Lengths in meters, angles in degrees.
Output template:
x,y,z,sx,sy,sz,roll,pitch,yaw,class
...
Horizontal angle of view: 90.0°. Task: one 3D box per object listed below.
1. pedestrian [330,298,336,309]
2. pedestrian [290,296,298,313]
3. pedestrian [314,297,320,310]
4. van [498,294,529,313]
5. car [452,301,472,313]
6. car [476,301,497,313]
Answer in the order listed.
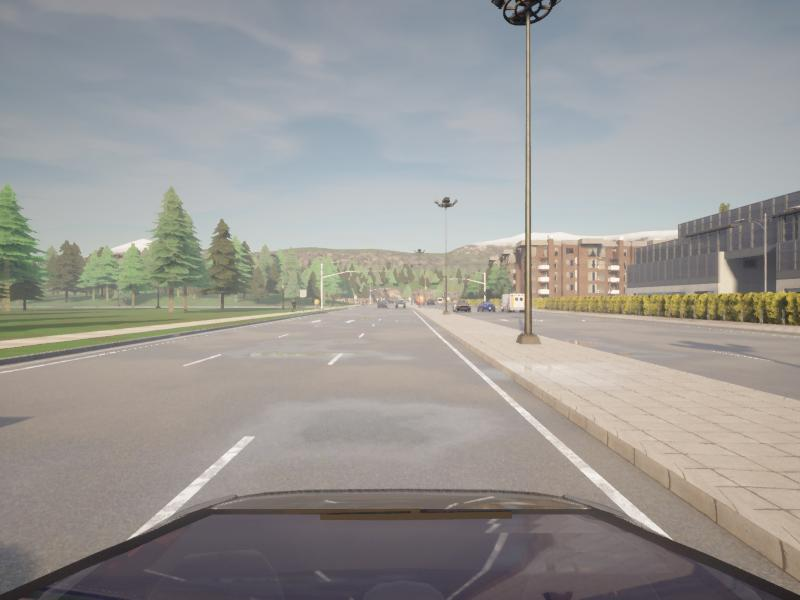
x,y,z,sx,sy,sz,roll,pitch,yaw,class
-11.634,0.546,69.423,0.751,1.860,0.751,0,0,2,pedestrian
-12.248,0.526,46.240,0.751,1.860,0.751,0,0,2,pedestrian
-11.948,0.536,57.456,0.751,1.860,0.751,0,0,2,pedestrian
15.255,0.426,54.148,2.351,2.431,6.366,0,0,0,van
8.250,0.874,53.841,2.038,1.542,4.974,0,0,1,car
11.755,0.918,54.568,1.812,1.442,4.674,0,0,0,car
